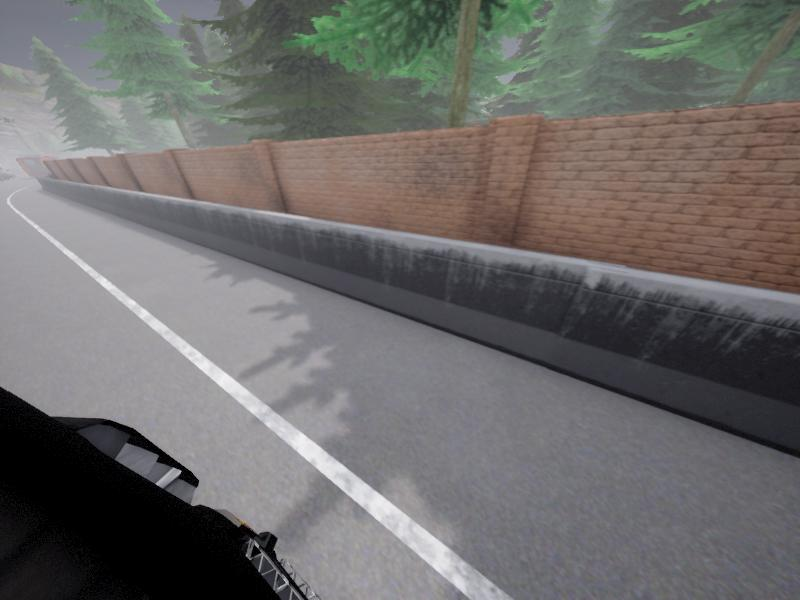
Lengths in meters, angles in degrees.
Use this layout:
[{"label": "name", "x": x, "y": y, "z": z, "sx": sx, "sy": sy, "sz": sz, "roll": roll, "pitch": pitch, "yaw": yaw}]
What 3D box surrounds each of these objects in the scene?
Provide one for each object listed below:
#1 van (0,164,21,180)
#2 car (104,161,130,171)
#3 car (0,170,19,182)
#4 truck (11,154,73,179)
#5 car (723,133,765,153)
[{"label": "van", "x": -78.091, "y": -24.611, "z": 44.600, "sx": 2.351, "sy": 2.431, "sz": 6.366, "roll": -21, "pitch": 38, "yaw": -26}, {"label": "car", "x": -80.026, "y": -38.113, "z": 65.500, "sx": 2.150, "sy": 2.045, "sz": 5.566, "roll": -16, "pitch": 36, "yaw": -19}, {"label": "car", "x": -69.958, "y": -21.488, "z": 40.191, "sx": 2.128, "sy": 1.511, "sz": 4.902, "roll": -24, "pitch": 39, "yaw": -28}, {"label": "truck", "x": -71.850, "y": -27.170, "z": 46.748, "sx": 2.891, "sy": 3.827, "sz": 8.468, "roll": -21, "pitch": 38, "yaw": -26}, {"label": "car", "x": 39.988, "y": -18.246, "z": 26.864, "sx": 4.856, "sy": 1.649, "sz": 2.033, "roll": -27, "pitch": 42, "yaw": -30}]
